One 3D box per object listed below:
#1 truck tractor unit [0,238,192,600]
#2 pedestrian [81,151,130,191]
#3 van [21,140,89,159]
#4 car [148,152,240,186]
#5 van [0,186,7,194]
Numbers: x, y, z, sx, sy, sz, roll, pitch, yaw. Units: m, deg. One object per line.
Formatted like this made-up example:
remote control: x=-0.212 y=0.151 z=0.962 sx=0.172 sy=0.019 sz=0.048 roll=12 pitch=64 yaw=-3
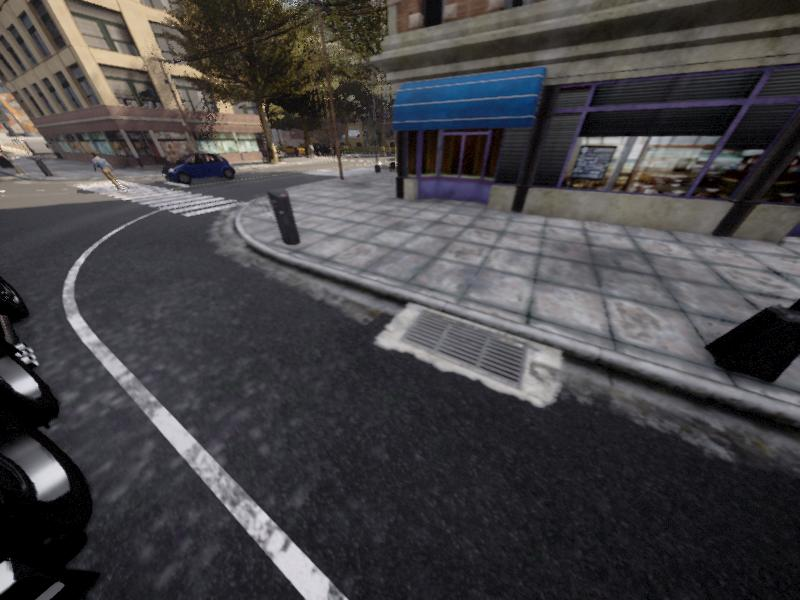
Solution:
truck tractor unit: x=-5.070 y=-0.337 z=0.849 sx=6.516 sy=4.208 sz=3.053 roll=20 pitch=40 yaw=26
pedestrian: x=-16.085 y=-7.059 z=12.665 sx=0.751 sy=1.860 sz=0.751 roll=15 pitch=38 yaw=21
van: x=-59.964 y=-26.396 z=40.339 sx=1.988 sy=2.561 sz=5.915 roll=18 pitch=39 yaw=24
car: x=-13.750 y=-9.023 z=15.736 sx=1.851 sy=1.617 sz=3.988 roll=20 pitch=40 yaw=26
van: x=-23.899 y=-6.215 z=11.410 sx=4.480 sy=2.038 sz=2.069 roll=3 pitch=35 yaw=5
